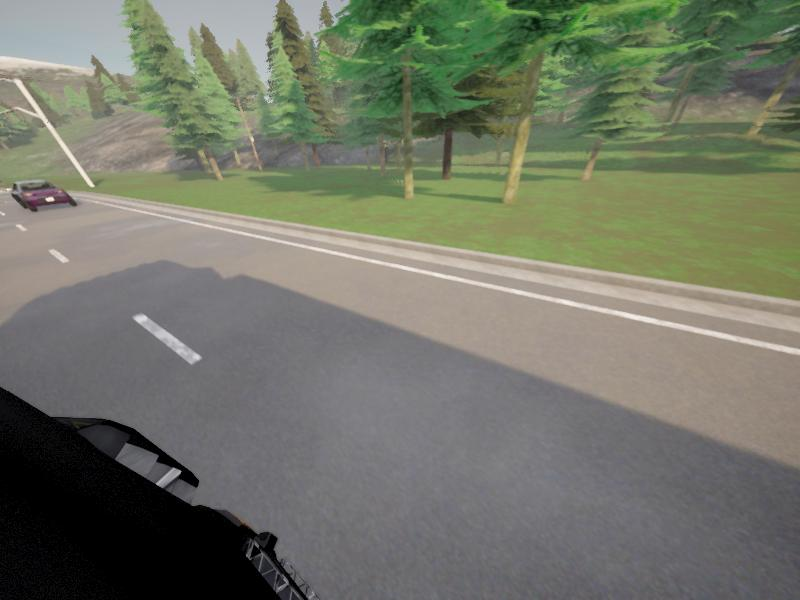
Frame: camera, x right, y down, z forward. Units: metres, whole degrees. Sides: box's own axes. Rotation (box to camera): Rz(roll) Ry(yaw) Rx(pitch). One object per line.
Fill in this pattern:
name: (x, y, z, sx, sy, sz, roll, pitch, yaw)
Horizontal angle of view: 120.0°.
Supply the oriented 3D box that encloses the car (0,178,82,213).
car: (-21.496, -6.325, 13.781, 4.193, 1.474, 1.816, 16, 38, 26)
